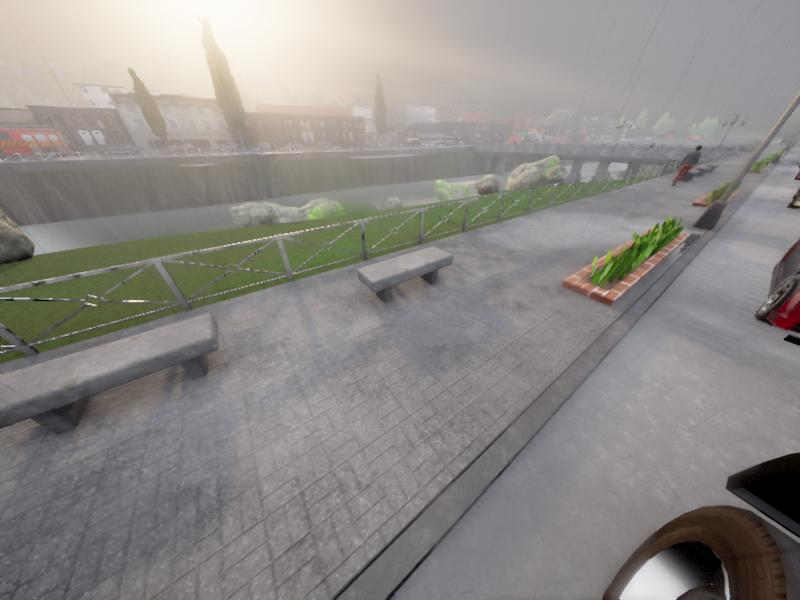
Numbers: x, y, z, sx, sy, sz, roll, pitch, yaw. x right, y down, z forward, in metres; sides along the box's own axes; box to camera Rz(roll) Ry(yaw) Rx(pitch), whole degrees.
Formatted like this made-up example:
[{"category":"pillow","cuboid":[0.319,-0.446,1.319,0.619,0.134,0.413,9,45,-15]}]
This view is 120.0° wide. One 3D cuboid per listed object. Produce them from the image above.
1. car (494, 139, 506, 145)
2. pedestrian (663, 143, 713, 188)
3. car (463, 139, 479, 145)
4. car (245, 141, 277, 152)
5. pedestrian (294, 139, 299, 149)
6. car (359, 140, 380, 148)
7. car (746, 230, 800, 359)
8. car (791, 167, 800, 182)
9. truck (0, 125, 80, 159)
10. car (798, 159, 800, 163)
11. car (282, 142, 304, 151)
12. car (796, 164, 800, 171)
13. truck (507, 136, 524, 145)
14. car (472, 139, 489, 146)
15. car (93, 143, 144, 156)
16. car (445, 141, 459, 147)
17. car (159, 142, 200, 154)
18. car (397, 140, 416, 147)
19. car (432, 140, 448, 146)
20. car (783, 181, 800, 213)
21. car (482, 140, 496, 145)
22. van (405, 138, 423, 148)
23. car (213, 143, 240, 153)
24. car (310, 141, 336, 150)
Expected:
[{"category":"car","cuboid":[34.898,-55.020,80.561,3.988,1.617,1.851,-22,41,-28]},{"category":"pedestrian","cuboid":[14.191,-6.639,11.437,0.751,1.860,0.751,-25,42,-30]},{"category":"car","cuboid":[24.006,-53.451,78.299,5.238,1.638,1.930,-22,41,-28]},{"category":"car","cuboid":[-28.809,-31.978,48.092,5.238,1.638,1.930,-22,41,-28]},{"category":"pedestrian","cuboid":[-25.323,-38.194,56.514,0.751,1.860,0.751,-21,40,-27]},{"category":"car","cuboid":[-7.859,-40.499,60.074,4.856,1.649,2.033,-22,41,-28]},{"category":"car","cuboid":[6.993,-0.254,3.058,4.181,1.385,1.994,-22,41,-28]},{"category":"car","cuboid":[26.231,-8.134,14.003,4.514,1.525,2.007,-22,41,-28]},{"category":"truck","cuboid":[-54.042,-22.614,33.035,8.468,3.827,2.891,-22,41,-28]},{"category":"car","cuboid":[42.958,-14.931,23.564,3.633,1.501,1.845,-22,41,-28]},{"category":"car","cuboid":[-23.678,-33.994,51.070,3.806,1.475,1.970,-22,41,-28]},{"category":"car","cuboid":[33.969,-11.255,18.439,4.193,1.474,1.816,-22,41,-28]},{"category":"truck","cuboid":[42.097,-58.335,84.410,5.204,2.467,2.627,-22,41,-28]},{"category":"car","cuboid":[26.360,-51.596,75.649,5.238,1.638,1.930,-22,41,-28]},{"category":"car","cuboid":[-46.270,-24.874,38.112,4.856,1.649,2.033,-22,41,-28]},{"category":"car","cuboid":[15.771,-47.189,69.664,3.806,1.475,1.970,-22,41,-28]},{"category":"car","cuboid":[-39.735,-27.527,41.847,5.027,1.651,2.152,-22,41,-28]},{"category":"car","cuboid":[1.814,-44.409,65.622,4.974,1.542,2.038,-22,41,-28]},{"category":"car","cuboid":[12.418,-48.698,71.701,5.008,1.535,1.882,-22,41,-28]},{"category":"car","cuboid":[16.500,-4.180,8.444,4.514,1.525,2.007,-22,41,-28]},{"category":"car","cuboid":[31.861,-56.589,82.830,4.892,1.490,1.837,-22,41,-28]},{"category":"van","cuboid":[3.746,-42.564,62.603,4.480,2.038,2.069,-22,41,-28]},{"category":"car","cuboid":[-33.881,-29.844,45.233,3.806,1.475,1.970,-22,41,-28]},{"category":"car","cuboid":[-18.055,-36.350,54.242,5.238,1.638,1.930,-23,41,-28]}]
